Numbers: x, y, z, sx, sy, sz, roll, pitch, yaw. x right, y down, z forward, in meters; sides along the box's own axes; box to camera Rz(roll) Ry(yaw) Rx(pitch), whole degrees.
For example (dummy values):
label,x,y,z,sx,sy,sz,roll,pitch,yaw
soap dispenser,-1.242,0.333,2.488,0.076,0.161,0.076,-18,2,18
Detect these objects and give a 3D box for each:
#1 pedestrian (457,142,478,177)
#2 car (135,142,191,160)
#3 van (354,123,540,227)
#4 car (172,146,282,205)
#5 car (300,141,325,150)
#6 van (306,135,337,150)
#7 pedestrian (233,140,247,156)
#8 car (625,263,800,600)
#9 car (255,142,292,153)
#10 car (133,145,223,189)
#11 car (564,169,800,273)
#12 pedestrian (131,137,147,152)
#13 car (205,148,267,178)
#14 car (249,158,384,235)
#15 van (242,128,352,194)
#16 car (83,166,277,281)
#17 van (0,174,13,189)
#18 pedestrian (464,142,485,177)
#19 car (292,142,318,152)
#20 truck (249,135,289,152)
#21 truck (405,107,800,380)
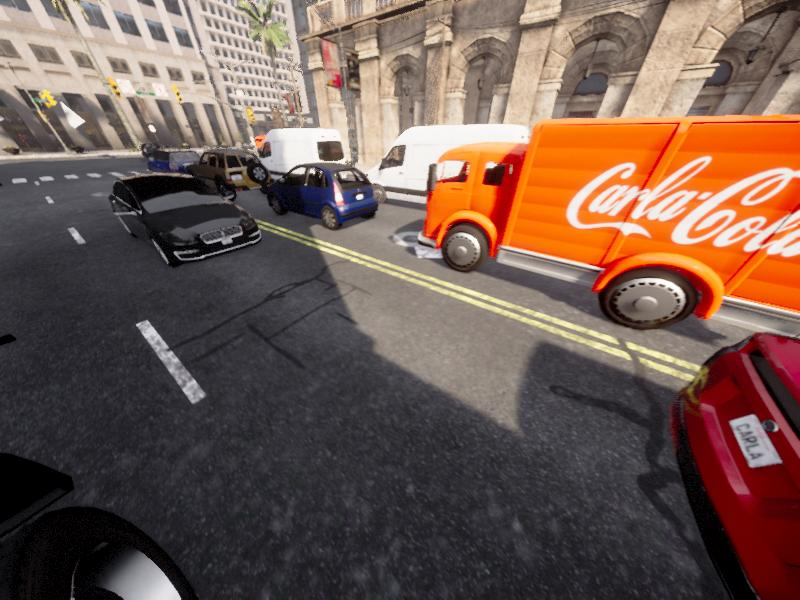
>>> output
label,x,y,z,sx,sy,sz,roll,pitch,yaw
pedestrian,4.250,-8.868,14.607,0.751,1.860,0.751,23,41,29
car,-27.748,-17.526,27.155,1.851,1.617,3.988,23,41,28
van,1.280,-4.794,8.519,5.915,2.561,1.988,22,41,28
car,-7.795,-5.796,10.440,4.605,1.855,1.932,22,41,28
car,-19.292,-34.348,51.204,2.163,1.488,4.792,22,41,28
van,-16.655,-33.756,49.427,1.988,2.561,5.915,23,41,28
pedestrian,-22.344,-21.276,32.259,0.751,1.860,0.751,22,41,28
car,3.742,1.583,0.370,4.514,1.525,2.007,22,41,28
car,-21.421,-26.017,39.364,2.163,1.488,4.792,23,41,28
car,-12.744,-7.787,13.297,4.553,1.767,2.097,23,41,28
car,6.569,-2.201,5.758,3.633,1.501,1.845,22,41,28
pedestrian,-39.778,-23.649,35.219,0.751,1.860,0.751,23,41,29
car,-11.418,-9.607,16.120,3.633,1.501,1.845,23,41,28
car,-2.683,-3.574,7.565,3.988,1.617,1.851,22,41,28
van,-5.559,-7.619,12.473,5.915,2.561,1.988,23,41,28
car,-5.518,-2.231,5.734,4.892,1.490,1.837,23,41,28
van,-22.496,-6.806,11.658,4.442,1.987,1.775,18,38,23
pedestrian,4.783,-9.103,14.943,0.751,1.860,0.751,21,40,26
car,-17.790,-28.927,43.525,1.970,1.475,3.806,23,41,28
truck,-23.474,-28.240,41.643,2.627,2.467,5.204,23,41,28
truck,3.003,-1.580,4.032,5.204,2.467,2.627,22,41,28
